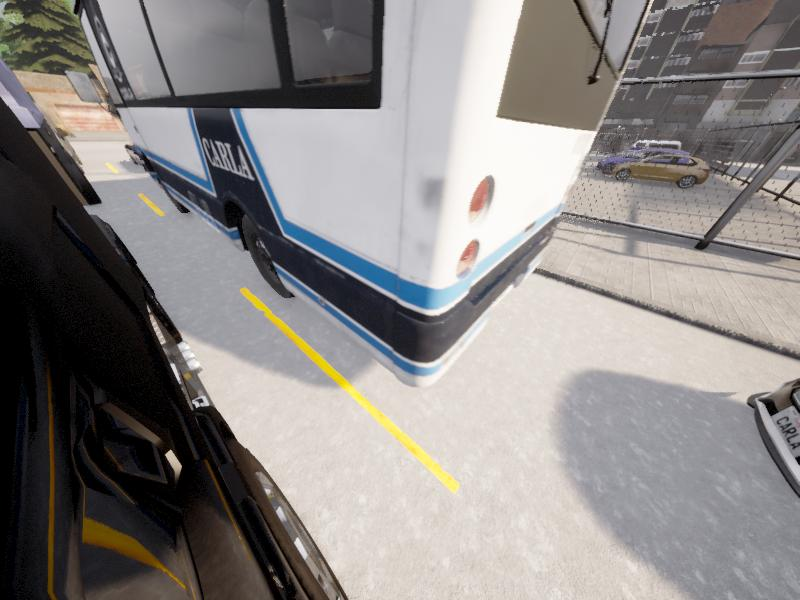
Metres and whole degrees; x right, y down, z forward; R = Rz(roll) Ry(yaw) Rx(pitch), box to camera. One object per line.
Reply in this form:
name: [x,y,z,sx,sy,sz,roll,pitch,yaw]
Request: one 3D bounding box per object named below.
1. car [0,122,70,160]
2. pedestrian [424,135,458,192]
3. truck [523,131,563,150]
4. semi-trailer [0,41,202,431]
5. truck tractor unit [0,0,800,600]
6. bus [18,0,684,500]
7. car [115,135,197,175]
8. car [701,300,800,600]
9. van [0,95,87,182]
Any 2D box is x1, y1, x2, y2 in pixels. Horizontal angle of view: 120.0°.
car: [-21.607,-9.223,13.321,3.705,1.549,1.789,21,40,23]
pedestrian: [1.594,-5.414,9.216,0.751,1.860,0.751,-22,43,-29]
truck: [26.140,-29.331,42.433,5.204,2.467,2.627,28,44,30]
semi-trailer: [-8.708,-3.599,4.217,14.254,4.402,2.717,28,44,30]
truck tractor unit: [-2.645,-0.295,0.351,6.516,4.208,3.053,28,44,30]
bus: [-2.531,-3.236,4.266,10.273,4.253,3.944,30,44,31]
car: [-12.713,-7.663,12.009,4.718,1.301,1.895,29,44,31]
car: [4.881,1.689,0.427,4.902,1.511,2.128,25,42,27]
van: [-16.117,-7.080,9.988,5.915,2.561,1.988,30,44,31]
